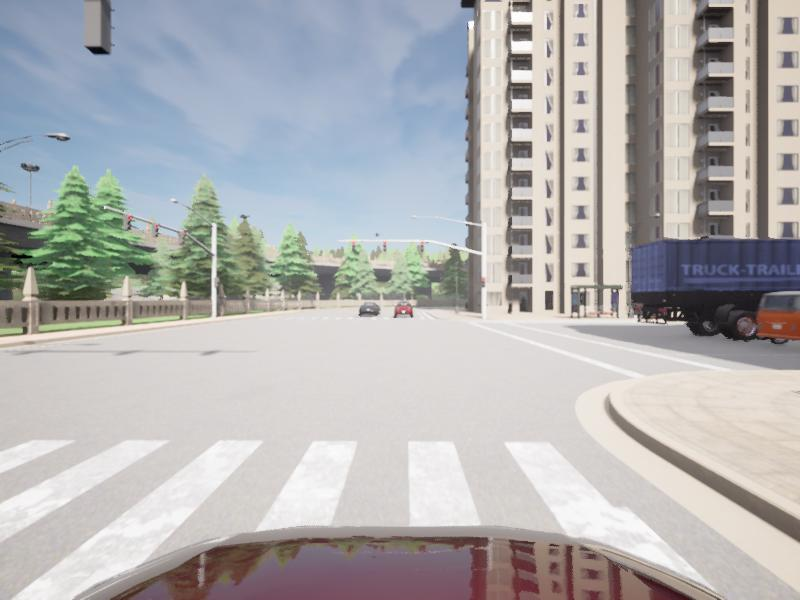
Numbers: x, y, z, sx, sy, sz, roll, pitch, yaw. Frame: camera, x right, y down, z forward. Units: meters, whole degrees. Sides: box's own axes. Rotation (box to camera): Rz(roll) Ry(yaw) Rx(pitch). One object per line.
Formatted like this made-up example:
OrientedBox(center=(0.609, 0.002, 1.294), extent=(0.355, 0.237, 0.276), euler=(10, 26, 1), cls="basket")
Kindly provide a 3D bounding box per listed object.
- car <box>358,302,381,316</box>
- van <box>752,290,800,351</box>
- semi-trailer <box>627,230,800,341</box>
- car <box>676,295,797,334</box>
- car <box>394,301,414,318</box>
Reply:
OrientedBox(center=(-3.106, 0.925, 41.515), extent=(1.994, 1.385, 4.181), euler=(0, 0, 1), cls="car")
OrientedBox(center=(15.152, 0.661, 13.793), extent=(4.442, 1.987, 1.775), euler=(0, 0, 0), cls="van")
OrientedBox(center=(17.705, -0.553, 17.283), extent=(14.254, 4.402, 2.717), euler=(0, 0, 0), cls="semi-trailer")
OrientedBox(center=(17.351, 0.712, 20.796), extent=(4.605, 1.855, 1.932), euler=(-1, 0, 0), cls="car")
OrientedBox(center=(0.359, 0.871, 38.244), extent=(1.816, 1.474, 4.193), euler=(0, 0, 1), cls="car")
